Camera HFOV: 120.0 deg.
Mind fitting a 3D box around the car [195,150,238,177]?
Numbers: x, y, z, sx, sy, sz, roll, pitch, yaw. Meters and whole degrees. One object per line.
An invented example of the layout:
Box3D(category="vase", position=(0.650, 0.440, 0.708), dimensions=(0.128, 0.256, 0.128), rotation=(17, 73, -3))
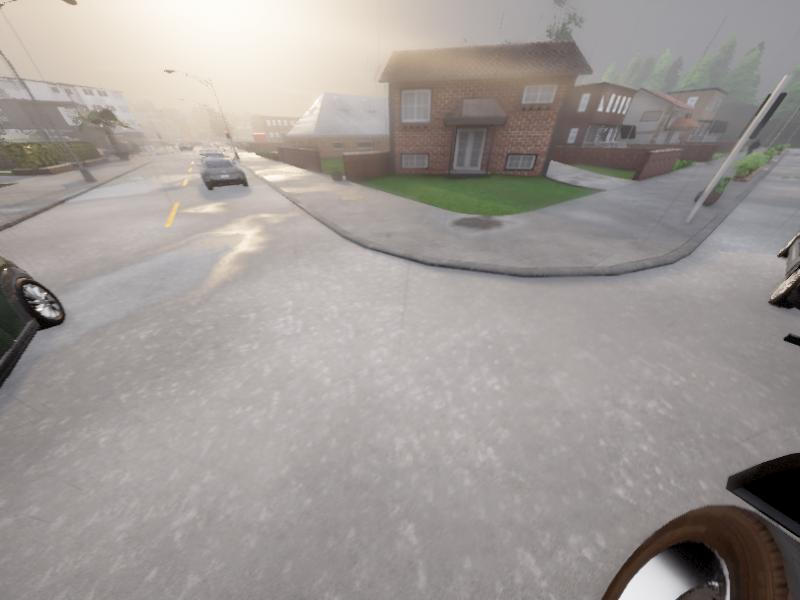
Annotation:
Box3D(category="car", position=(-14.742, -11.041, 18.471), dimensions=(2.033, 1.411, 5.357), rotation=(-22, 41, -28))

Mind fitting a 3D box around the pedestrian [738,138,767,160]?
Box3D(category="pedestrian", position=(36.322, -15.562, 23.823), dimensions=(0.751, 1.860, 0.751), rotation=(-22, 40, -27))

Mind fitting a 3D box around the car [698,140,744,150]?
Box3D(category="car", position=(65.711, -31.883, 47.385), dimensions=(2.152, 1.651, 5.027), rotation=(-22, 41, -28))

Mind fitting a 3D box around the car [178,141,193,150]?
Box3D(category="car", position=(-51.412, -37.110, 55.517), dimensions=(1.930, 1.638, 5.238), rotation=(-22, 41, -28))

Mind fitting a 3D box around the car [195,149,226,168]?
Box3D(category="car", position=(-18.892, -14.236, 23.120), dimensions=(1.895, 1.301, 4.718), rotation=(-21, 40, -27))

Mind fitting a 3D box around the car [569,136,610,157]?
Box3D(category="car", position=(21.872, -17.749, 26.669), dimensions=(3.866, 1.878, 1.905), rotation=(-22, 41, -28))

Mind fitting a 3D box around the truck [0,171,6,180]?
Box3D(category="truck", position=(-26.780, -7.588, 12.640), dimensions=(4.478, 2.038, 2.069), rotation=(-20, 40, -30))

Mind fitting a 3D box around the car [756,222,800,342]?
Box3D(category="car", position=(7.802, -0.706, 3.418), dimensions=(5.238, 1.638, 1.930), rotation=(-22, 41, -28))

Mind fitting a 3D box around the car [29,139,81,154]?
Box3D(category="car", position=(-54.943, -24.524, 36.941), dimensions=(1.905, 1.878, 3.866), rotation=(0, 35, 0))

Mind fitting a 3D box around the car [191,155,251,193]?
Box3D(category="car", position=(-10.238, -7.297, 13.149), dimensions=(1.994, 1.385, 4.181), rotation=(-24, 42, -30))

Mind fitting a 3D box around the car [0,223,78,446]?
Box3D(category="car", position=(-4.790, 0.693, 1.408), dimensions=(2.097, 1.767, 4.553), rotation=(-26, 42, -31))
